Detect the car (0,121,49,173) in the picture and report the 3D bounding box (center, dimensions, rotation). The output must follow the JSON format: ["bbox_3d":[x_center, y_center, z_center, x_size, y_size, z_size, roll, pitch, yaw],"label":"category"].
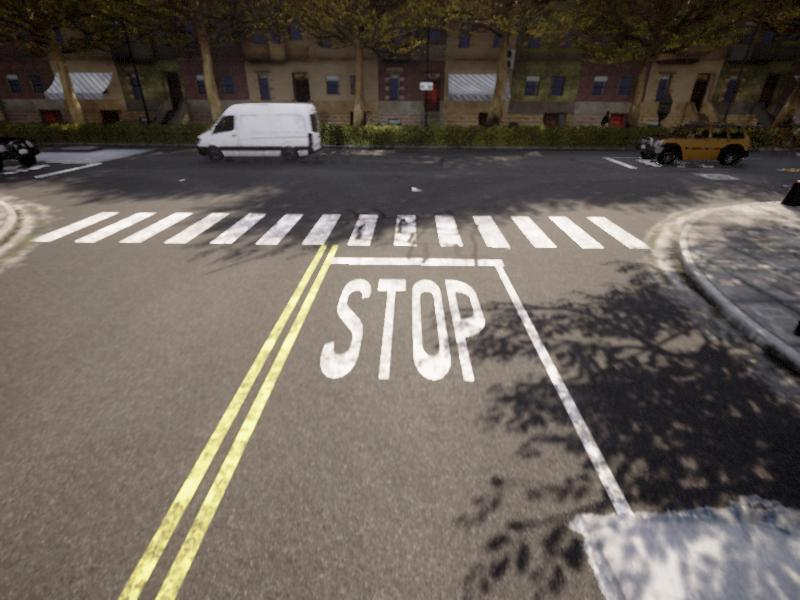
[{"bbox_3d":[-18.267,-6.531,16.968,4.605,1.855,1.932,1,27,2],"label":"car"}]

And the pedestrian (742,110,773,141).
[{"bbox_3d":[24.620,-12.039,27.581,0.751,1.860,0.751,4,28,8],"label":"pedestrian"}]

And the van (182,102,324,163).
[{"bbox_3d":[-6.951,-8.217,19.595,5.915,2.561,1.988,1,27,2],"label":"van"}]

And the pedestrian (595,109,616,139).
[{"bbox_3d":[14.382,-12.311,28.025,0.751,1.860,0.751,1,27,2],"label":"pedestrian"}]

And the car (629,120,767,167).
[{"bbox_3d":[14.005,-7.501,19.102,4.605,1.855,1.932,1,27,1],"label":"car"}]
